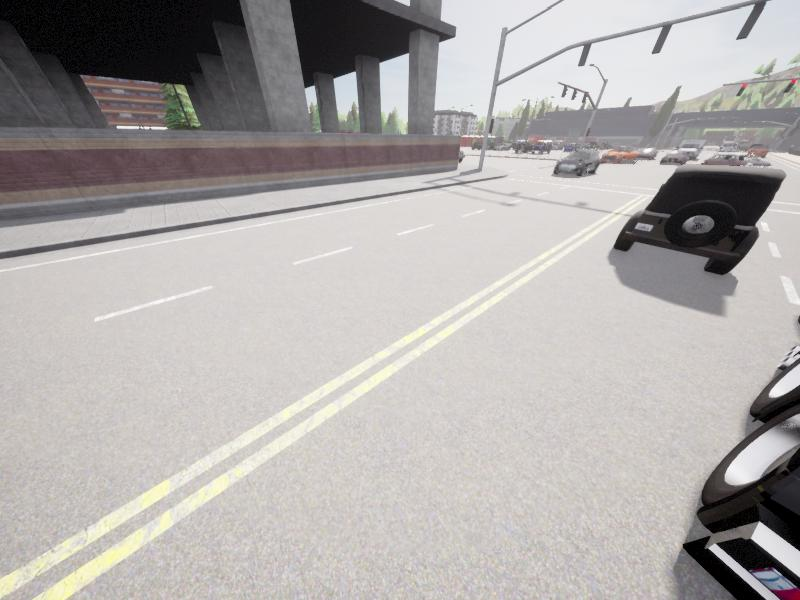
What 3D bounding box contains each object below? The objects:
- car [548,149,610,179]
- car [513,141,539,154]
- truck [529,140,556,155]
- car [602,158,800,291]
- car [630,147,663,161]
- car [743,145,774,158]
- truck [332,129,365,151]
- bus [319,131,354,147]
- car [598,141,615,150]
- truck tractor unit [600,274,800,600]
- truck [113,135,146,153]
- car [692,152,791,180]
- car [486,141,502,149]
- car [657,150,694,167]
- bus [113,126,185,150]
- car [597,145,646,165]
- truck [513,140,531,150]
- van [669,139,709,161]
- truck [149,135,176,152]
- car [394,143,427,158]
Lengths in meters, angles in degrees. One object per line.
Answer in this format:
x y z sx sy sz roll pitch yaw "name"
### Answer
13.811 -10.565 17.780 4.856 1.649 2.033 -26 43 -32 "car"
23.130 -28.022 42.445 4.605 1.855 1.932 -26 42 -32 "car"
25.047 -26.850 40.616 4.478 2.038 2.069 -26 42 -32 "truck"
6.881 -2.073 5.368 3.866 1.878 1.905 -26 43 -32 "car"
34.317 -20.334 32.137 4.792 1.488 2.163 -26 42 -32 "car"
60.666 -25.247 39.136 4.553 1.767 2.097 -26 43 -32 "car"
-11.391 -35.482 51.323 2.891 3.827 8.468 -26 43 -32 "truck"
-21.503 -54.771 78.606 10.273 4.253 3.944 -25 42 -32 "bus"
54.791 -40.991 61.306 4.605 1.855 1.932 -26 42 -32 "car"
5.129 -0.283 0.756 6.516 4.208 3.053 -18 39 -23 "truck tractor unit"
-47.546 -27.623 40.752 2.615 2.467 5.204 -26 42 -32 "truck"
25.578 -10.272 17.591 1.970 1.475 3.806 5 35 7 "car"
26.917 -44.511 66.116 4.605 1.855 1.932 -26 42 -32 "car"
31.236 -16.131 26.181 4.181 1.385 1.994 -27 43 -33 "car"
-57.555 -37.590 53.670 10.273 4.253 3.944 -25 42 -32 "bus"
25.701 -16.914 26.858 4.553 1.767 2.097 -16 38 -23 "car"
32.249 -40.990 60.947 4.478 2.038 2.069 -26 42 -32 "truck"
41.192 -21.402 32.899 6.366 2.431 2.351 -26 43 -32 "van"
-44.249 -29.199 43.039 2.615 2.467 5.204 -26 42 -32 "truck"
1.429 -22.840 35.215 1.930 1.638 5.238 -26 43 -32 "car"
